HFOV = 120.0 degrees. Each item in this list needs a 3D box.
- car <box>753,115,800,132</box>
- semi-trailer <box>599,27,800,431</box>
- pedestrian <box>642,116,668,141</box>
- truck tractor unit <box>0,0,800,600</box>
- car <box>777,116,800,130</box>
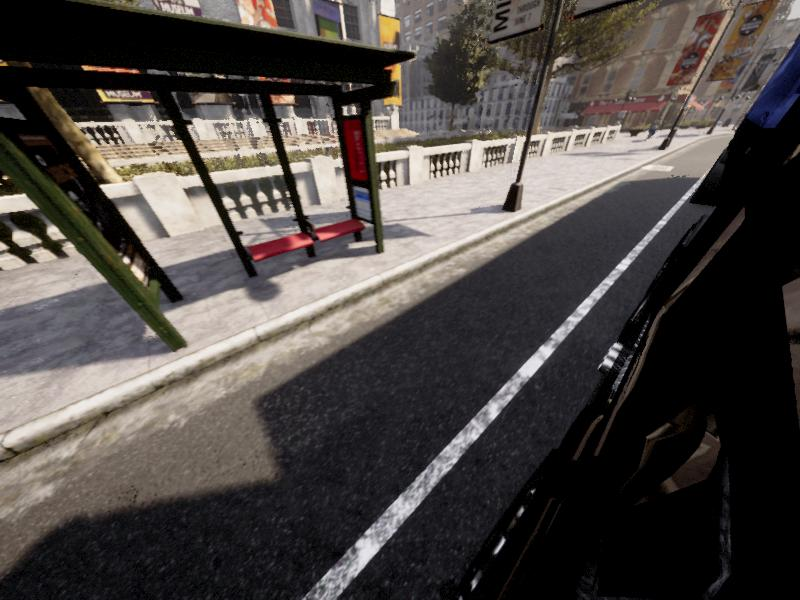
[{"bbox_3d":[46.254,-21.394,28.014,4.674,1.452,2.002,-14,38,-14],"label":"car"},{"bbox_3d":[8.621,-3.660,4.298,14.254,4.402,2.717,-29,44,-31],"label":"semi-trailer"},{"bbox_3d":[24.101,-16.205,21.897,0.751,1.860,0.751,-21,40,-22],"label":"pedestrian"},{"bbox_3d":[2.645,-0.295,0.351,6.516,4.208,3.053,-28,44,-30],"label":"truck tractor unit"},{"bbox_3d":[51.730,-22.514,29.277,4.718,1.301,1.895,-8,37,-6],"label":"car"}]
